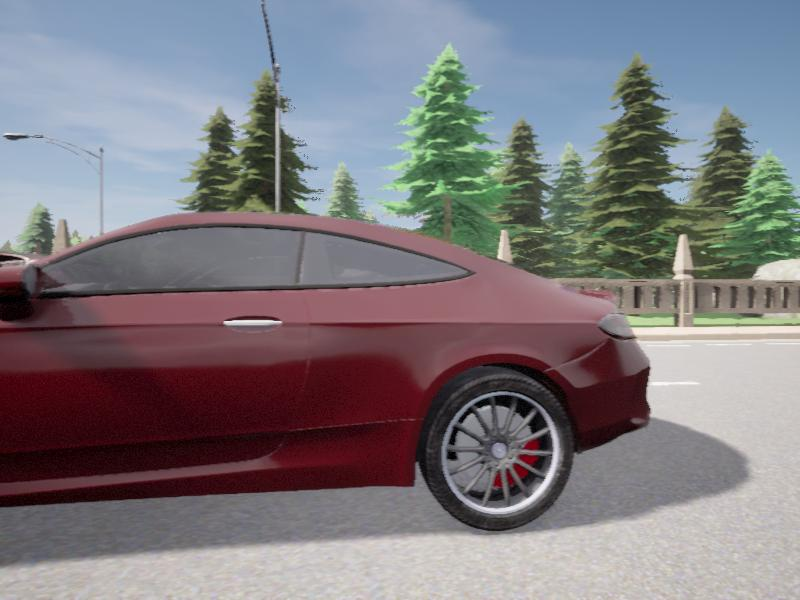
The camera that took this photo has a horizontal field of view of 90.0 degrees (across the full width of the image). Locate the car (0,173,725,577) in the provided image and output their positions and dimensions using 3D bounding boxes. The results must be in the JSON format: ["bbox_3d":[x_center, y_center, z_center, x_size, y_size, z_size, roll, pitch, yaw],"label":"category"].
[{"bbox_3d":[-0.961,0.268,2.403,4.674,1.442,1.812,0,0,-8],"label":"car"}]

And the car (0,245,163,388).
[{"bbox_3d":[-5.725,0.185,5.355,3.988,1.617,1.851,0,0,-5],"label":"car"}]
